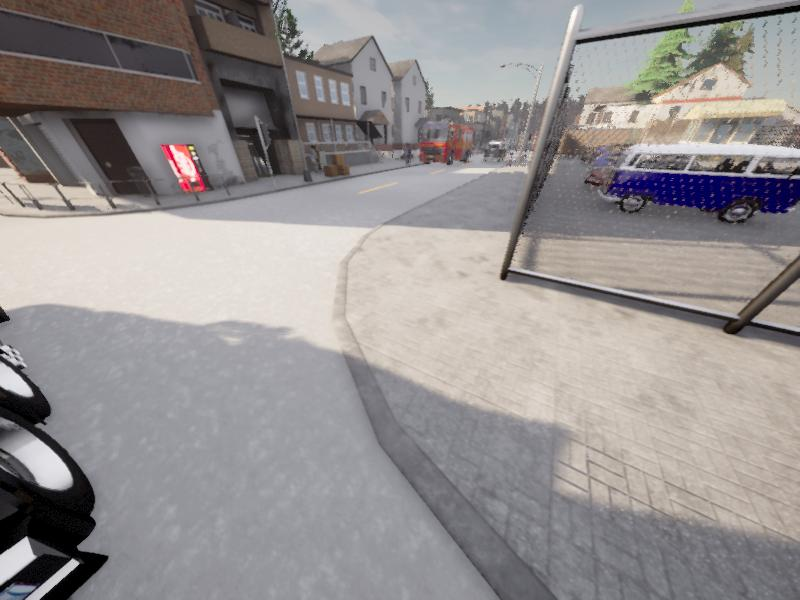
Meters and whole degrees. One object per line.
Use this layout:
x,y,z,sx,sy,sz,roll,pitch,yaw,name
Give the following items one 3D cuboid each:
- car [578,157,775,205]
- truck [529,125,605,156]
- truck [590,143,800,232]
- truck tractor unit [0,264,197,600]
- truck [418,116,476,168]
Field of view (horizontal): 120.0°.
11.622,-5.557,10.495,5.357,1.415,2.033,18,39,24,car
25.946,-25.236,36.575,8.468,3.827,2.891,5,35,8,truck
9.495,-3.889,7.579,4.478,2.038,2.069,18,39,24,truck
-5.111,-0.301,0.777,6.516,4.208,3.053,18,39,24,truck tractor unit
5.125,-16.551,24.319,2.891,3.827,8.468,18,39,24,truck
